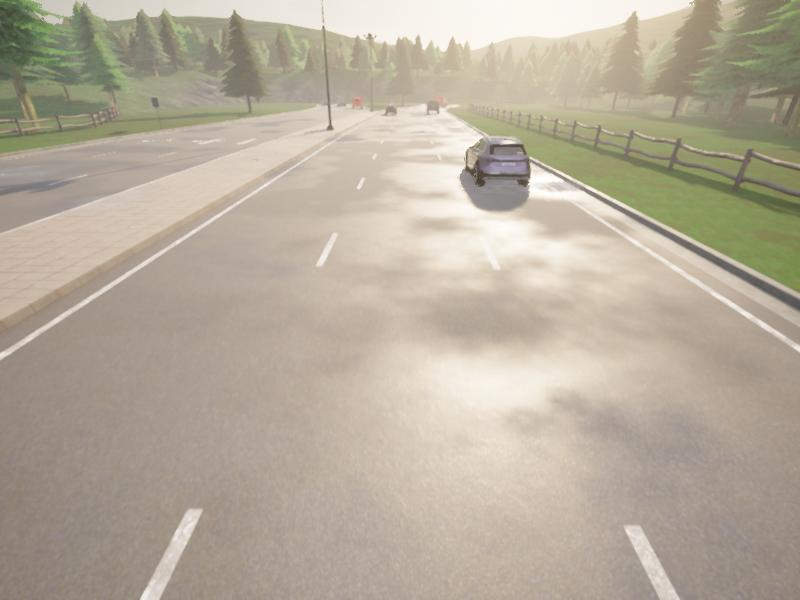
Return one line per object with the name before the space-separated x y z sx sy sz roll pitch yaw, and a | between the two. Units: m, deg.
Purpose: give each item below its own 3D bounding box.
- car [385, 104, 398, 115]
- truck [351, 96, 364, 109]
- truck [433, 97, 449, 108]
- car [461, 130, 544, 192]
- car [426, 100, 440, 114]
car | -1.392 -31.501 66.105 1.837 1.490 4.892 1 27 2
truck | -9.618 -44.581 90.380 2.627 2.467 5.204 -2 27 -4
truck | 10.399 -49.511 100.087 2.627 2.467 5.204 10 29 17
car | 3.787 -5.652 15.829 2.033 1.649 4.856 1 27 1
car | 5.840 -34.253 70.911 2.150 2.045 5.566 1 27 2
